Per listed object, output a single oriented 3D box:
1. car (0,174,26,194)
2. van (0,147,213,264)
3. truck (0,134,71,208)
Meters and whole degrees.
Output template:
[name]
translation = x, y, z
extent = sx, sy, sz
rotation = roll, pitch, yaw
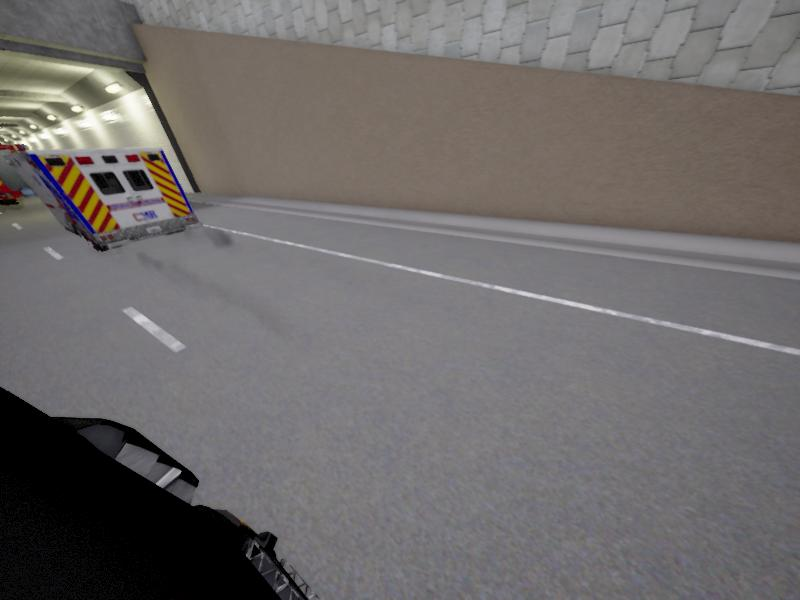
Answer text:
[car]
translation = -39.829, -11.559, 23.008
extent = 4.674, 1.442, 1.812
rotation = 16, 38, 26
[van]
translation = -9.514, -3.302, 7.432
extent = 6.366, 2.431, 2.351
rotation = 16, 38, 26
[truck]
translation = -28.267, -9.236, 16.496
extent = 8.468, 3.827, 2.891
rotation = 16, 38, 26
